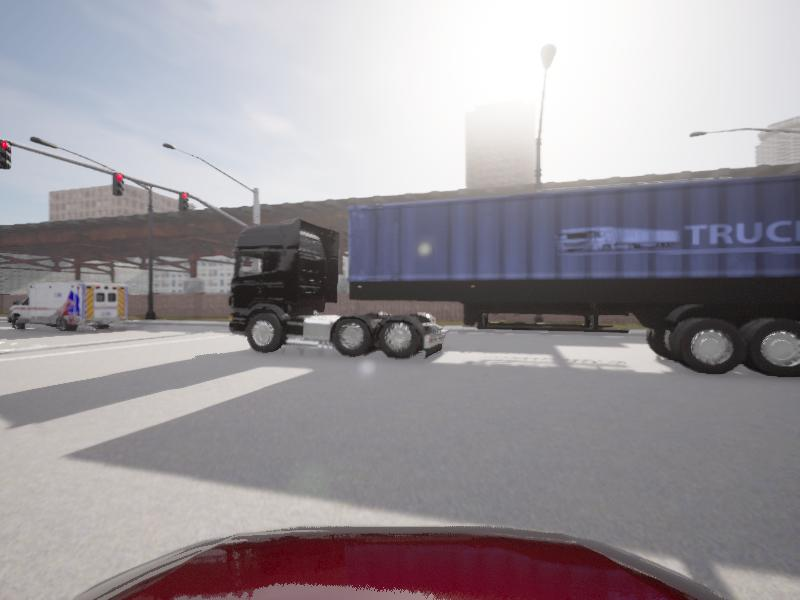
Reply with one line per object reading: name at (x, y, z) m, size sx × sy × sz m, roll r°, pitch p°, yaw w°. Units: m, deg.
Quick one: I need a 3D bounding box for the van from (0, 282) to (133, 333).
van at (-17.661, 0.377, 21.217) m, size 6.366 × 2.431 × 2.351 m, roll 0°, pitch 0°, yaw 18°

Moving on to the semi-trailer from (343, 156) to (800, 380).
semi-trailer at (5.640, -0.628, 10.029) m, size 14.254 × 4.402 × 2.717 m, roll 0°, pitch 0°, yaw 18°

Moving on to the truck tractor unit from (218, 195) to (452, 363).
truck tractor unit at (-1.890, -0.524, 12.469) m, size 6.516 × 4.208 × 3.053 m, roll 0°, pitch 0°, yaw 18°
